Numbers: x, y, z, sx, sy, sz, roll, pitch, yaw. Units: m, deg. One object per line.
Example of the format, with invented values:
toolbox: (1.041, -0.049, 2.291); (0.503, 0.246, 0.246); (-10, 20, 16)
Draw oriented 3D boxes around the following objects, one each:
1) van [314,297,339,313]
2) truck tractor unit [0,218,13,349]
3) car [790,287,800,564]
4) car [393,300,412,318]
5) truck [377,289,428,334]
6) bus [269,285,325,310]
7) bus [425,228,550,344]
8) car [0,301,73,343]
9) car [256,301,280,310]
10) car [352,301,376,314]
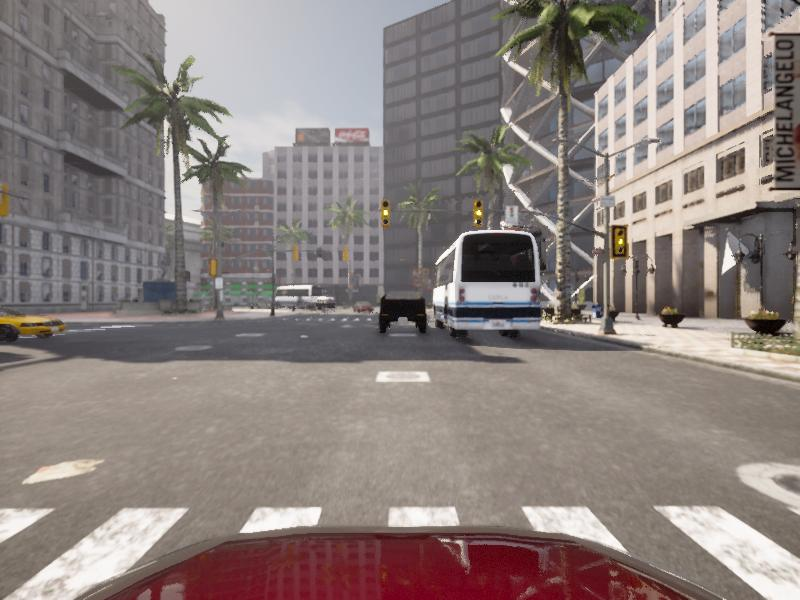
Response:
van: (-10.055, 0.618, 54.427); (2.069, 2.038, 4.480); (1, 0, -28)
truck tractor unit: (-16.123, -0.510, 11.916); (6.516, 4.208, 3.053); (0, 0, 5)
car: (3.519, 0.757, 0.159); (2.242, 1.667, 4.611); (0, 0, 0)
car: (0.205, 0.837, 39.229); (1.801, 1.575, 5.366); (0, 0, -1)
truck: (0.151, 0.562, 21.793); (2.390, 2.098, 6.274); (0, 0, 0)
bus: (-18.932, -0.467, 73.412); (10.273, 4.253, 3.944); (0, -1, 33)
bus: (3.513, -0.516, 19.776); (3.944, 4.253, 10.273); (0, 0, 0)
car: (-16.397, 0.816, 15.803); (5.366, 1.575, 1.801); (0, 0, -2)
car: (-22.122, 0.889, 67.159); (3.633, 1.501, 1.845); (0, 0, 31)
car: (-4.519, 0.896, 49.315); (2.163, 1.488, 4.792); (0, 0, -16)
